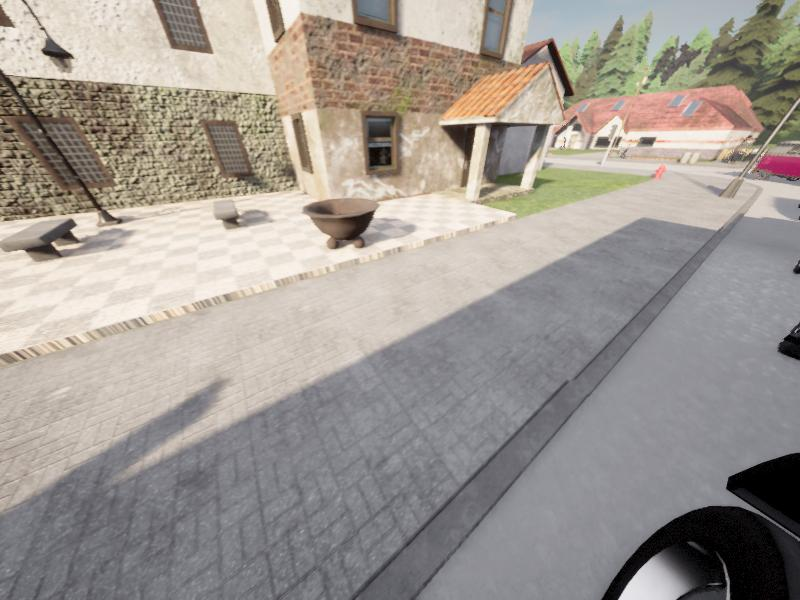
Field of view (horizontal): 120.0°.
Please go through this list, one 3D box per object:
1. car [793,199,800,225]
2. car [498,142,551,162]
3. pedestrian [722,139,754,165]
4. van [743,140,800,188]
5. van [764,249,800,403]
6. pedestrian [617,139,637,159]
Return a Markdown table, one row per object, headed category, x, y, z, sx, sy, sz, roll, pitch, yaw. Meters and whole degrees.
| category | x | y | z | sx | sy | sz | roll | pitch | yaw |
| --- | --- | --- | --- | --- | --- | --- | --- | --- | --- |
| car | 14.155 | -3.201 | 6.967 | 3.705 | 1.549 | 1.789 | -23 | 41 | -28 |
| car | 13.924 | -16.827 | 26.168 | 2.242 | 1.667 | 4.611 | -22 | 40 | -27 |
| pedestrian | 29.207 | -12.811 | 19.961 | 0.751 | 1.860 | 0.751 | -25 | 42 | -30 |
| van | 21.717 | -7.006 | 11.916 | 1.775 | 1.987 | 4.442 | 9 | 36 | 12 |
| van | 7.006 | -0.593 | 2.480 | 5.915 | 2.561 | 1.988 | -22 | 40 | -27 |
| pedestrian | 24.545 | -16.352 | 25.017 | 0.751 | 1.860 | 0.751 | -28 | 44 | -34 |
